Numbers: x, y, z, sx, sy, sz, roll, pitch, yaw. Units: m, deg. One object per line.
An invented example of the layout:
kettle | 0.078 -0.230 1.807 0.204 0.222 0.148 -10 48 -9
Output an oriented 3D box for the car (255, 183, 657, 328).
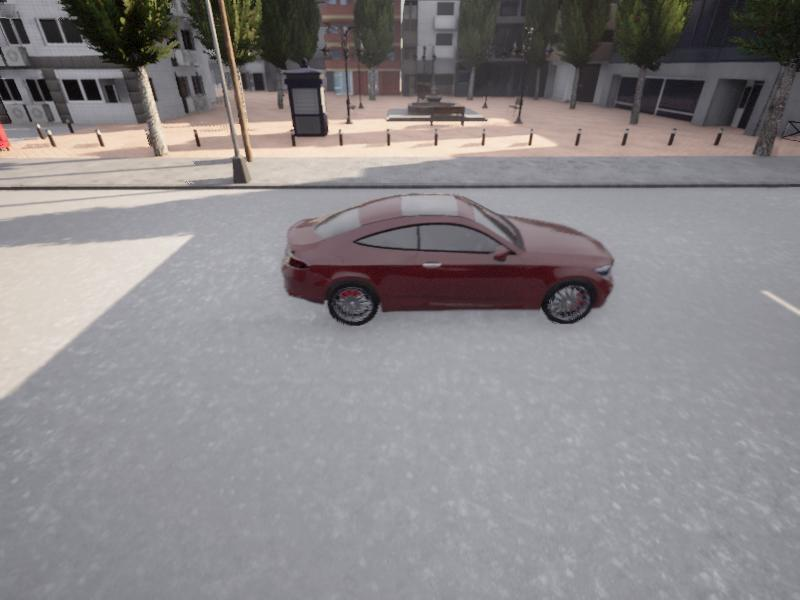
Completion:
car | 0.654 -0.725 5.795 4.674 1.442 1.812 0 30 -1
